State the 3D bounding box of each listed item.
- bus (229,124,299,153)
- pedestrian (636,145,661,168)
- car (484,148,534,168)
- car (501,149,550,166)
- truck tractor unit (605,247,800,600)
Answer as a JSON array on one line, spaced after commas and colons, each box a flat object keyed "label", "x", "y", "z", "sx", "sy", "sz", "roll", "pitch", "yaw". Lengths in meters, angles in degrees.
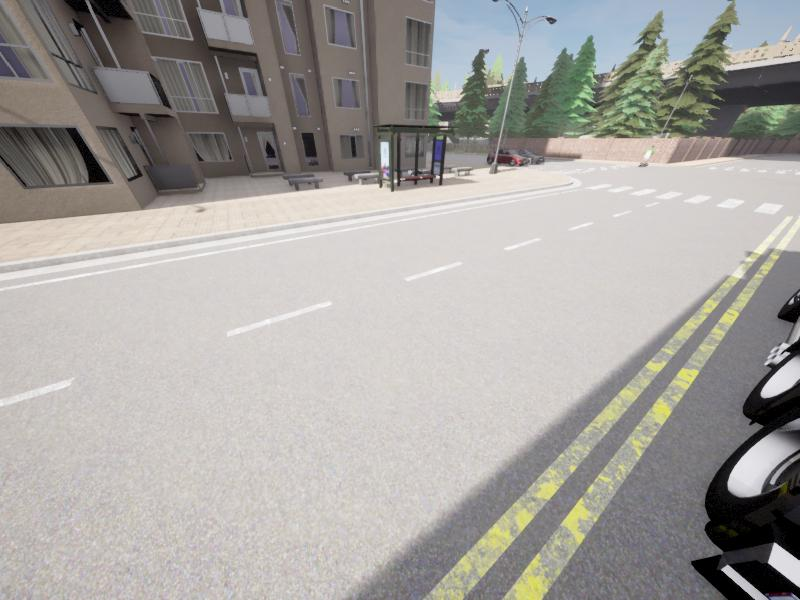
[{"label": "bus", "x": -25.700, "y": -31.025, "z": 44.537, "sx": 10.273, "sy": 4.253, "sz": 3.944, "roll": -8, "pitch": 35, "yaw": -11}, {"label": "pedestrian", "x": 24.235, "y": -14.046, "z": 22.582, "sx": 0.751, "sy": 1.860, "sz": 0.751, "roll": -18, "pitch": 39, "yaw": -24}, {"label": "car", "x": 11.060, "y": -14.706, "z": 23.812, "sx": 1.816, "sy": 1.474, "sz": 4.193, "roll": -20, "pitch": 39, "yaw": -26}, {"label": "car", "x": 13.808, "y": -15.898, "z": 25.637, "sx": 1.994, "sy": 1.385, "sz": 4.181, "roll": -20, "pitch": 40, "yaw": -27}, {"label": "truck tractor unit", "x": 5.080, "y": -0.330, "z": 0.821, "sx": 6.516, "sy": 4.208, "sz": 3.053, "roll": -19, "pitch": 39, "yaw": -25}]
